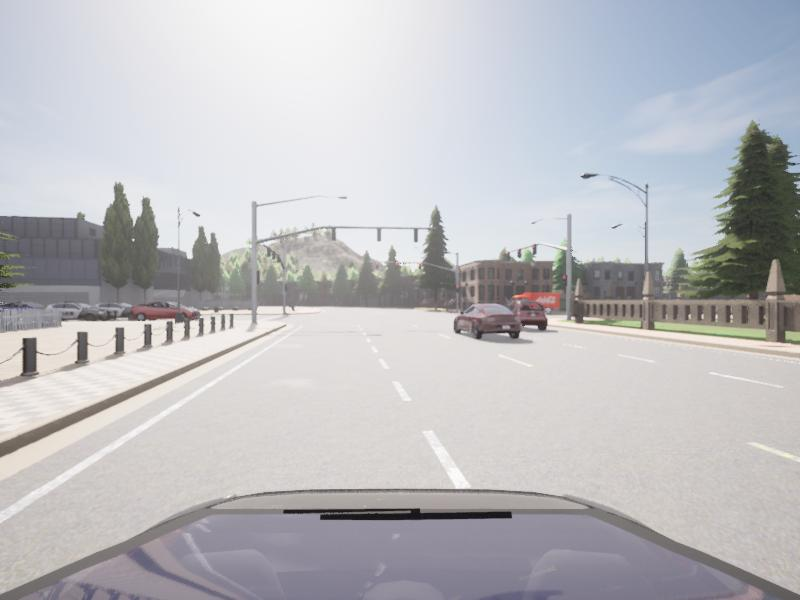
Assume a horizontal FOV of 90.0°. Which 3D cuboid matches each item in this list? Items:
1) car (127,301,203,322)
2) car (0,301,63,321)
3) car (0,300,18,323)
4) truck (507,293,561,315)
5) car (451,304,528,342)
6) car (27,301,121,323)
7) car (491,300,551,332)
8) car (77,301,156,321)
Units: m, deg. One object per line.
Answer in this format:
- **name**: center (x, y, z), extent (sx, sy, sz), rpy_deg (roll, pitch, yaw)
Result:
- **car**: center (-17.644, 0.870, 30.255), extent (4.514, 1.525, 2.007), rpy_deg (0, 0, -7)
- **car**: center (-30.184, 0.869, 32.037), extent (4.514, 1.525, 2.007), rpy_deg (0, 0, -8)
- **car**: center (-30.709, 0.812, 28.425), extent (4.856, 1.649, 2.033), rpy_deg (0, 0, -8)
- **truck**: center (15.223, 0.427, 45.694), extent (5.204, 2.467, 2.627), rpy_deg (0, 0, -8)
- **car**: center (3.776, 0.899, 17.764), extent (1.812, 1.442, 4.674), rpy_deg (0, 0, -8)
- **car**: center (-23.825, 0.864, 29.422), extent (4.974, 1.542, 2.038), rpy_deg (0, 0, -8)
- **car**: center (6.683, 0.825, 22.555), extent (1.851, 1.617, 3.988), rpy_deg (0, 0, -6)
- **car**: center (-23.273, 0.870, 33.039), extent (4.974, 1.542, 2.038), rpy_deg (0, 0, -8)
